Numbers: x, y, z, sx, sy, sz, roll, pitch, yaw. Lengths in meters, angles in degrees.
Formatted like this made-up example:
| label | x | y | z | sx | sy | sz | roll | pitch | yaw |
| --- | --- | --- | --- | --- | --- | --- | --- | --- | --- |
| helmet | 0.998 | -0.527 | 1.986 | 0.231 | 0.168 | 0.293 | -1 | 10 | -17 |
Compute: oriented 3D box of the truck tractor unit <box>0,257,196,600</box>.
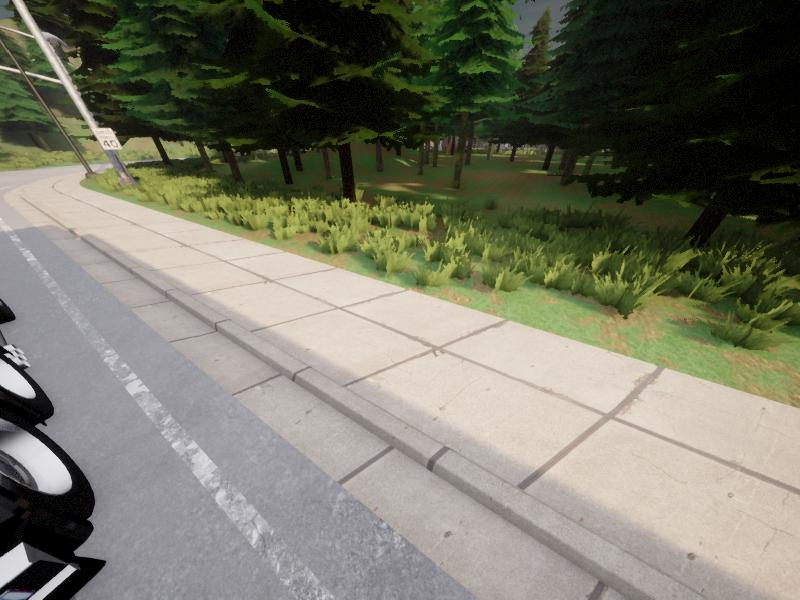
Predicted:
| label | x | y | z | sx | sy | sz | roll | pitch | yaw |
| --- | --- | --- | --- | --- | --- | --- | --- | --- | --- |
| truck tractor unit | -5.099 | -0.312 | 0.797 | 6.516 | 4.208 | 3.053 | 19 | 39 | 25 |
